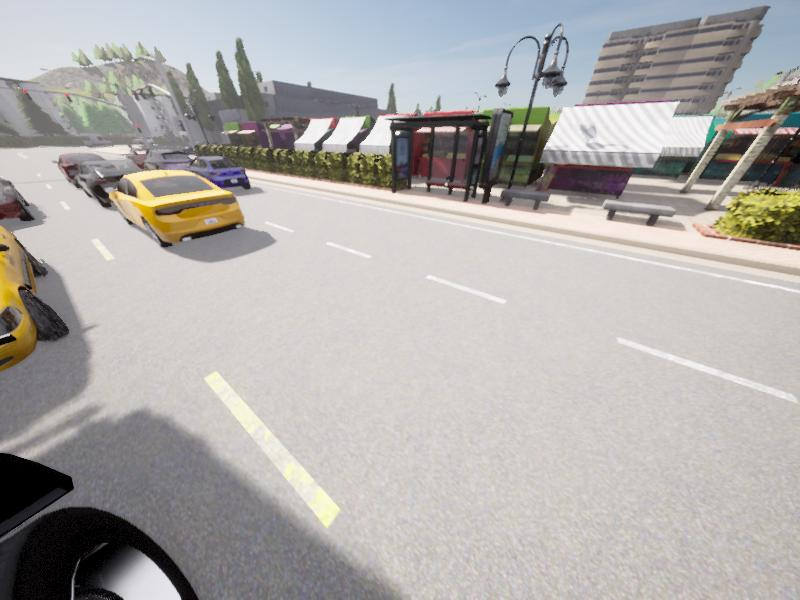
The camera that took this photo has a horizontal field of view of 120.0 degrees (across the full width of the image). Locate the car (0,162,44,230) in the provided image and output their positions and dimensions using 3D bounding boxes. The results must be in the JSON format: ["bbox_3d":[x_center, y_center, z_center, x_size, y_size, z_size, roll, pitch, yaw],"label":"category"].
[{"bbox_3d":[-13.799,-3.334,7.263,4.792,1.488,2.163,23,41,28],"label":"car"}]

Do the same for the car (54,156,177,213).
[{"bbox_3d":[-11.976,-5.063,9.735,4.792,1.488,2.163,23,41,28],"label":"car"}]

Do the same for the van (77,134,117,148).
[{"bbox_3d":[-72.645,-38.346,55.596,1.988,2.561,5.915,-6,36,-8],"label":"van"}]

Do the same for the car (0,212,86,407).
[{"bbox_3d":[-6.432,-0.304,2.937,5.366,1.575,1.801,22,41,28],"label":"car"}]

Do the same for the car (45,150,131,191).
[{"bbox_3d":[-17.537,-7.396,12.957,5.008,1.535,1.882,23,41,28],"label":"car"}]

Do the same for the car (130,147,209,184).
[{"bbox_3d":[-14.852,-8.792,14.885,4.856,1.649,2.033,23,41,28],"label":"car"}]

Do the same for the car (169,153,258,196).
[{"bbox_3d":[-9.544,-6.518,11.828,4.193,1.474,1.816,23,41,28],"label":"car"}]

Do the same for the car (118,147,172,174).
[{"bbox_3d":[-19.685,-10.838,17.838,3.633,1.501,1.845,25,42,31],"label":"car"}]

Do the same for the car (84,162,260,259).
[{"bbox_3d":[-6.499,-2.825,6.549,5.008,1.535,1.882,22,41,28],"label":"car"}]

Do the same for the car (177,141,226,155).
[{"bbox_3d":[-30.152,-23.209,35.258,2.152,1.651,5.027,25,42,31],"label":"car"}]
